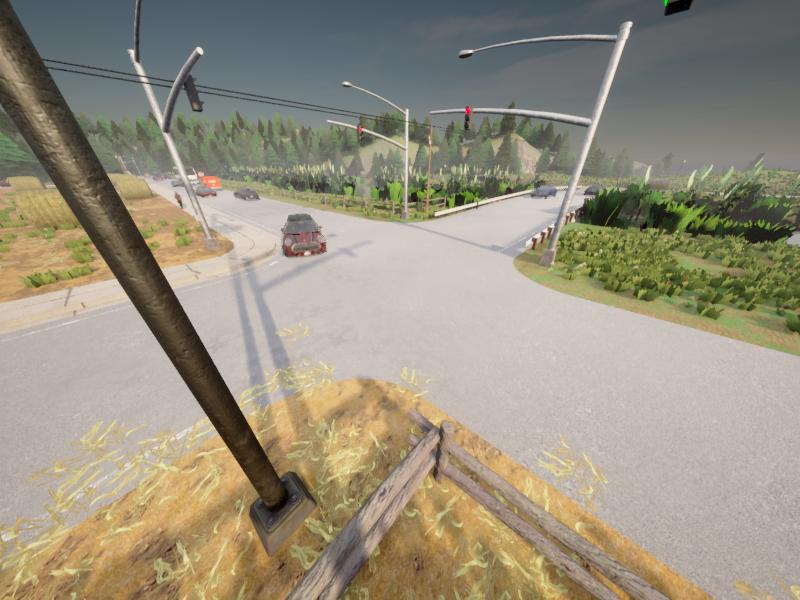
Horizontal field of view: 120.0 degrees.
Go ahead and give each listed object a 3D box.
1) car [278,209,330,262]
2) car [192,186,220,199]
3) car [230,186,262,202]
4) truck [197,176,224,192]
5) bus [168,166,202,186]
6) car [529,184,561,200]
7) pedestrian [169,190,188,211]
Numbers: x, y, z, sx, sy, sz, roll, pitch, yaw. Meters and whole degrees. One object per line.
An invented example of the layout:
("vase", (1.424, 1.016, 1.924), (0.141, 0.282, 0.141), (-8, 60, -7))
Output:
("car", (-5.611, -3.956, 13.418), (2.097, 1.767, 4.553), (-12, 32, -19))
("car", (-30.315, -16.847, 36.012), (4.792, 1.488, 2.163), (25, 38, 36))
("car", (-22.735, -15.624, 34.029), (5.027, 1.651, 2.152), (25, 38, 36))
("truck", (-37.918, -23.259, 46.122), (5.204, 2.467, 2.627), (25, 38, 36))
("bus", (-56.648, -32.764, 60.798), (10.273, 4.253, 3.944), (25, 38, 36))
("car", (18.620, -13.908, 29.630), (4.674, 1.442, 1.812), (-25, 38, -35))
("pedestrian", (-23.137, -10.431, 24.163), (0.751, 1.860, 0.751), (24, 38, 35))
